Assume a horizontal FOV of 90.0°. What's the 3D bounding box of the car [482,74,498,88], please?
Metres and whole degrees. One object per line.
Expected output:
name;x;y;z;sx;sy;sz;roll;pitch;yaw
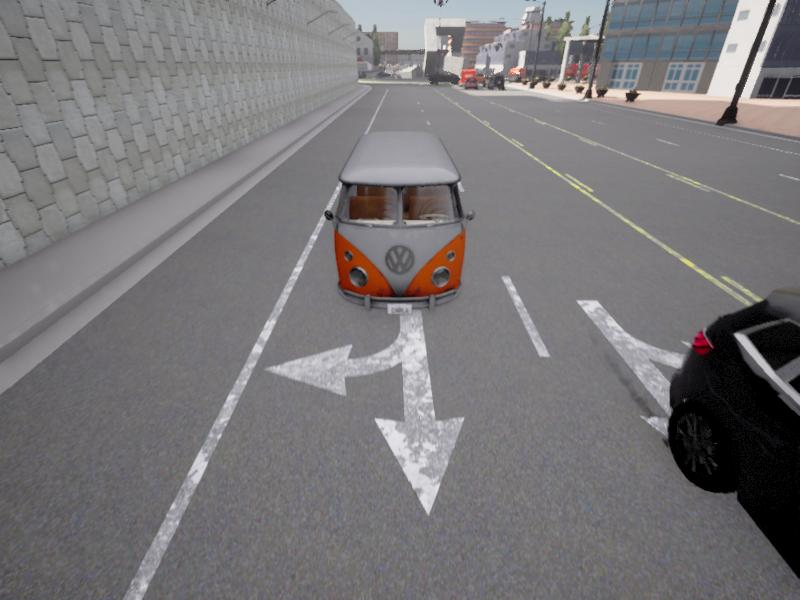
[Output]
car;14.528;-35.348;64.564;1.932;1.855;4.605;3;31;6

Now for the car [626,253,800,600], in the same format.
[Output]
car;3.499;1.495;1.790;2.242;1.667;4.611;0;31;0

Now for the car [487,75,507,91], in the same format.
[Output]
car;13.984;-31.474;57.946;1.905;1.878;3.866;0;30;1

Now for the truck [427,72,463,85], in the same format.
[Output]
truck;8.199;-40.865;73.762;6.274;2.098;2.390;-2;30;-4

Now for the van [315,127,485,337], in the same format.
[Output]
van;-0.004;-1.500;6.601;1.775;1.987;4.442;0;30;0

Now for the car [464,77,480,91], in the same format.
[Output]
car;10.528;-31.860;58.937;1.851;1.617;3.988;2;30;3

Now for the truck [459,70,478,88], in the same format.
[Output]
truck;11.160;-36.163;65.387;2.627;2.467;5.204;3;31;6

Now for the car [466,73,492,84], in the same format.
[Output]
car;15.501;-43.488;78.562;4.553;1.767;2.097;-14;33;-23

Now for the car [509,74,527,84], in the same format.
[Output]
car;23.677;-44.313;80.191;1.789;1.549;3.705;26;39;36
